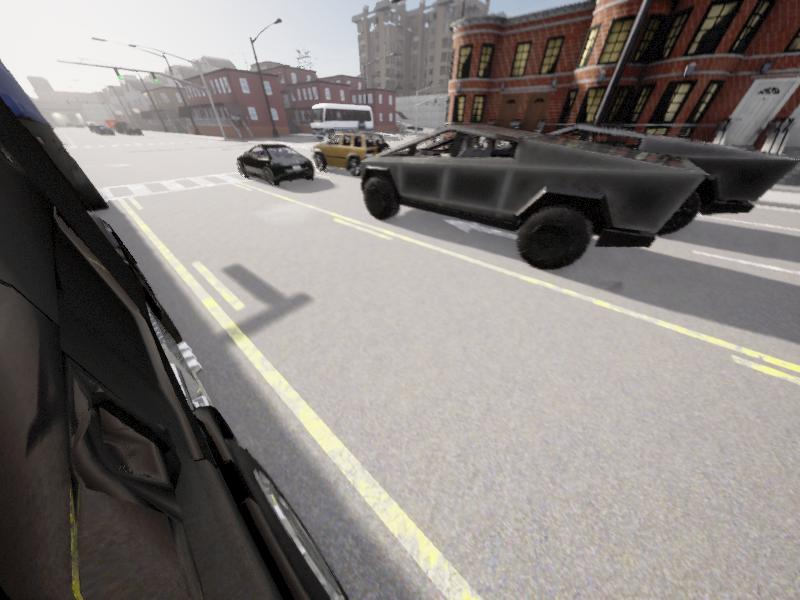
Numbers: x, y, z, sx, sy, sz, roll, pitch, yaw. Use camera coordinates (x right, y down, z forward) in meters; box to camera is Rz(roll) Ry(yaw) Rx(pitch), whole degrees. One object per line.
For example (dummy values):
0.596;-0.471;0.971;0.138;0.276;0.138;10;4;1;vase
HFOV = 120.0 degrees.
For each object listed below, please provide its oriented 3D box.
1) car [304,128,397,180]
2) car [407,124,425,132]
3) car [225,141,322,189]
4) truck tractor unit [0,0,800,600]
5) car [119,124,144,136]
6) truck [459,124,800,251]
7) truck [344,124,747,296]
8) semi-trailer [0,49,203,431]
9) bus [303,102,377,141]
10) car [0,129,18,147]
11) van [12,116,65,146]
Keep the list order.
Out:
-2.550;-7.624;11.872;4.605;1.855;1.932;27;45;31;car
4.375;-48.356;64.924;4.718;1.301;1.895;30;47;28;car
-5.778;-6.299;10.546;4.181;1.385;1.994;27;45;31;car
-2.645;-0.295;0.352;6.516;4.208;3.053;28;43;30;truck tractor unit
-52.240;-33.205;44.968;4.553;1.767;2.097;27;45;31;car
5.263;-3.683;6.607;6.274;2.098;2.390;27;45;30;truck
1.824;-2.673;5.267;6.274;2.098;2.390;27;45;31;truck
-8.739;-3.479;4.320;14.254;4.402;2.717;27;45;31;semi-trailer
-8.653;-27.291;35.510;3.944;4.253;10.273;27;45;31;bus
-43.175;-17.229;24.560;4.181;1.385;1.994;29;46;32;car
-40.673;-19.177;26.152;5.915;2.561;1.988;27;45;31;van
